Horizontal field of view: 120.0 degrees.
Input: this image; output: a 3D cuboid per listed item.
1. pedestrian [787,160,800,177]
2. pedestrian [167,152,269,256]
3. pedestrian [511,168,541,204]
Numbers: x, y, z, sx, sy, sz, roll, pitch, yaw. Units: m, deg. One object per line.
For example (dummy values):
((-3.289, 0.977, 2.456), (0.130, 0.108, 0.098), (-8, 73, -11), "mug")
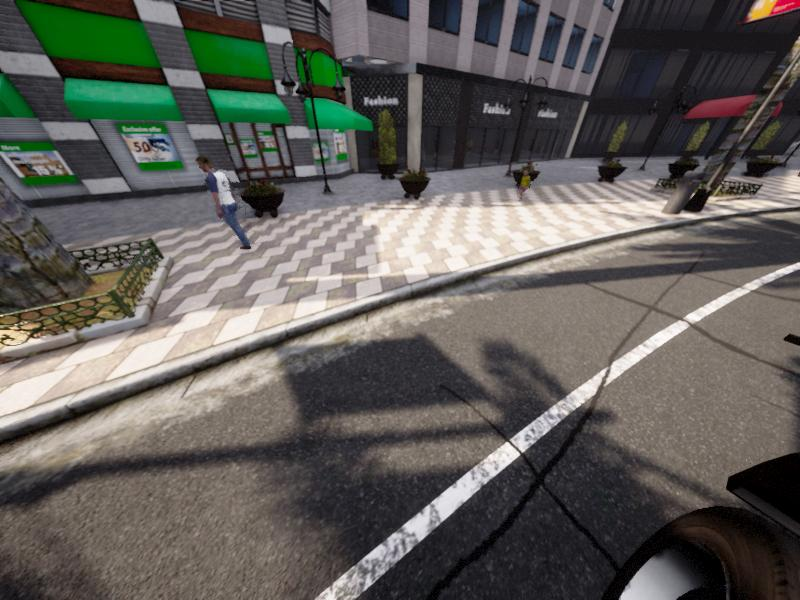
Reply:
((24.607, -8.430, 13.753), (0.751, 1.860, 0.751), (-25, 42, -30), "pedestrian")
((-3.583, -1.940, 4.766), (0.751, 1.860, 0.751), (2, 35, 3), "pedestrian")
((4.711, -4.284, 8.685), (0.500, 1.100, 0.500), (-15, 38, -19), "pedestrian")
